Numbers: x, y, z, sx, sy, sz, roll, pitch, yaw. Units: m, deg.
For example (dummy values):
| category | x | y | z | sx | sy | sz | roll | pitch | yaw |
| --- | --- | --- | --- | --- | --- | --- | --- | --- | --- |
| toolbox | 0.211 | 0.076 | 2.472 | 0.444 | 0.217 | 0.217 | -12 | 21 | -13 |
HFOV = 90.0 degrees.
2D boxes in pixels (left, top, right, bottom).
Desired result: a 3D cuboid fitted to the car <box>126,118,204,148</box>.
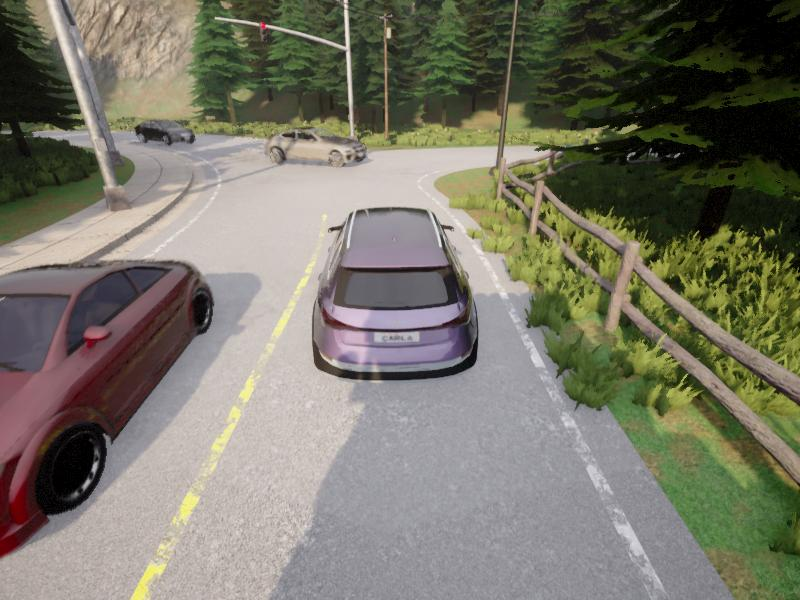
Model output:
| category | x | y | z | sx | sy | sz | roll | pitch | yaw |
| --- | --- | --- | --- | --- | --- | --- | --- | --- | --- |
| car | -15.896 | -11.349 | 27.040 | 4.902 | 1.511 | 2.128 | 16 | 31 | 28 |

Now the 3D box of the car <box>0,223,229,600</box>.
| category | x | y | z | sx | sy | sz | roll | pitch | yaw |
| --- | --- | --- | --- | --- | --- | --- | --- | --- | --- |
| car | -3.651 | 0.485 | 4.169 | 1.994 | 1.385 | 4.181 | -1 | 27 | -2 |

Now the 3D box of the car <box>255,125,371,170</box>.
| category | x | y | z | sx | sy | sz | roll | pitch | yaw |
| --- | --- | --- | --- | --- | --- | --- | --- | --- | --- |
| car | -4.171 | -7.506 | 19.471 | 5.027 | 1.651 | 2.152 | 11 | 29 | 20 |

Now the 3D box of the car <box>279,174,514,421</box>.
| category | x | y | z | sx | sy | sz | roll | pitch | yaw |
| --- | --- | --- | --- | --- | --- | --- | --- | --- | --- |
| car | -0.114 | -0.598 | 5.992 | 2.033 | 1.649 | 4.856 | -1 | 27 | -2 |
